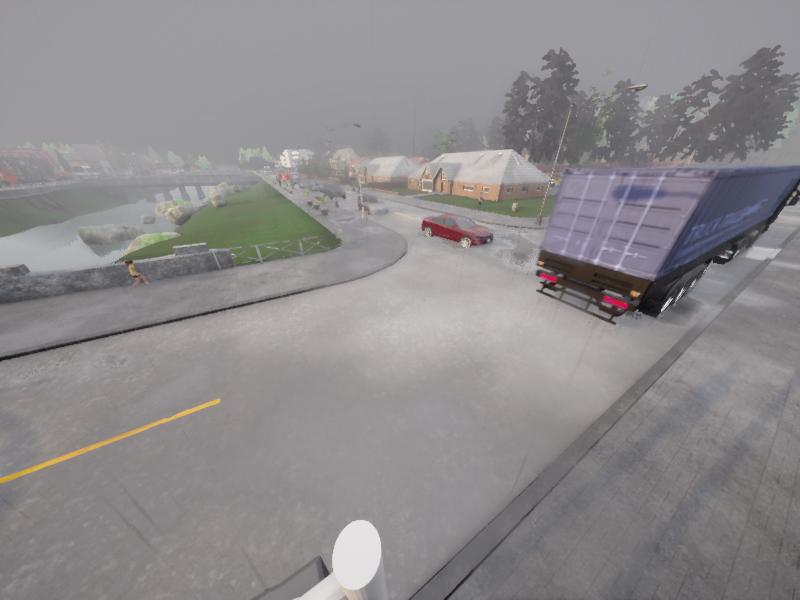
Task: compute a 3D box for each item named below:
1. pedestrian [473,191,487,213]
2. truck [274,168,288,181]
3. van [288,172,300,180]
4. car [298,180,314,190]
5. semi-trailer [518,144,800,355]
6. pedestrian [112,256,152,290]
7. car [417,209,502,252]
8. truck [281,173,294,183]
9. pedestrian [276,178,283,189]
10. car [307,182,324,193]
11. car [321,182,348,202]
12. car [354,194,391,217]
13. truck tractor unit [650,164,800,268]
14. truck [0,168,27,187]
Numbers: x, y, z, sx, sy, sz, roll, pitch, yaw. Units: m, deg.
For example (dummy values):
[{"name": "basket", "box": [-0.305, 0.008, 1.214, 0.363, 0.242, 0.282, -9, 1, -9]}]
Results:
[{"name": "pedestrian", "box": [8.013, -9.835, 23.134, 0.751, 1.860, 0.751, -17, 34, -27]}, {"name": "truck", "box": [-41.902, -44.468, 81.403, 2.891, 3.827, 8.468, -16, 34, -26]}, {"name": "van", "box": [-38.042, -44.528, 82.903, 2.351, 2.431, 6.366, -16, 34, -26]}, {"name": "car", "box": [-19.872, -24.380, 48.909, 2.038, 1.542, 4.974, -16, 34, -26]}, {"name": "semi-trailer", "box": [10.847, -2.888, 8.796, 14.254, 4.402, 2.717, -16, 34, -26]}, {"name": "pedestrian", "box": [-9.898, -1.003, 8.577, 0.500, 1.100, 0.500, -16, 34, -26]}, {"name": "car", "box": [3.465, -4.570, 14.593, 1.882, 1.535, 5.008, -22, 36, -32]}, {"name": "truck", "box": [-34.409, -37.390, 70.502, 2.627, 2.467, 5.204, -16, 34, -26]}, {"name": "pedestrian", "box": [-24.981, -24.132, 47.895, 0.751, 1.860, 0.751, -24, 38, -35]}, {"name": "car", "box": [-15.598, -20.705, 42.470, 1.851, 1.617, 3.988, -16, 34, -26]}, {"name": "car", "box": [-9.507, -15.626, 33.234, 2.150, 2.045, 5.566, -15, 33, -25]}, {"name": "car", "box": [-2.873, -9.642, 23.388, 2.007, 1.525, 4.514, -16, 34, -26]}, {"name": "truck tractor unit", "box": [17.707, -4.781, 12.264, 6.516, 4.208, 3.053, -16, 34, -25]}, {"name": "truck", "box": [-95.406, -29.140, 54.853, 2.891, 3.827, 8.468, -16, 34, -26]}]
